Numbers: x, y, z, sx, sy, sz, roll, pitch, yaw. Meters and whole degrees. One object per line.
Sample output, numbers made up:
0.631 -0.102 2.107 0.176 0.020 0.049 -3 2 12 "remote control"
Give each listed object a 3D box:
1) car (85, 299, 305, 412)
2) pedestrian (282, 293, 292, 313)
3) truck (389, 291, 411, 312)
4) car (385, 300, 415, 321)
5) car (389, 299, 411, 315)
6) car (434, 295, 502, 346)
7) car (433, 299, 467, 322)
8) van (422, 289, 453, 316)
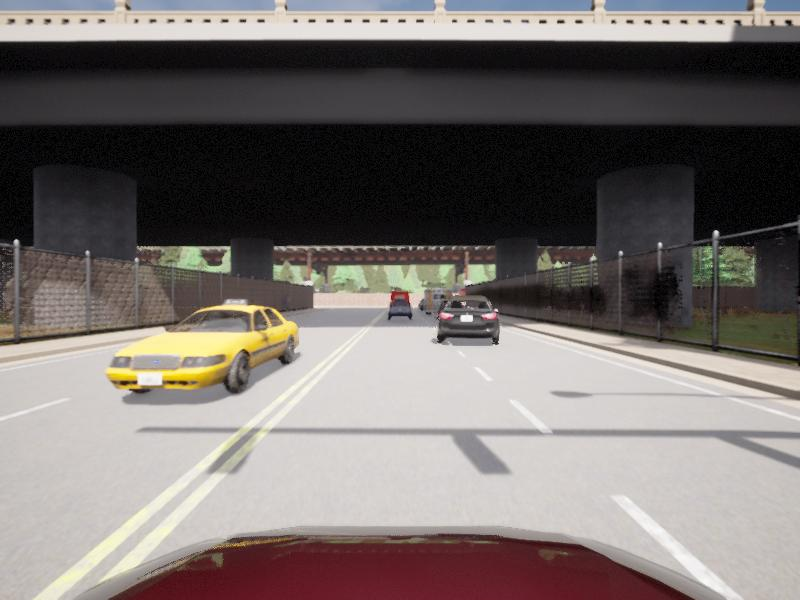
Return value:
-3.502 0.764 8.282 1.801 1.575 5.366 0 0 0 "car"
-10.964 0.299 38.851 0.751 1.860 0.751 0 0 0 "pedestrian"
-0.006 0.118 49.342 2.627 2.467 5.204 0 0 0 "truck"
-0.003 0.749 30.306 2.033 1.411 5.357 0 0 0 "car"
-0.004 0.629 41.087 2.038 1.542 4.974 0 0 0 "car"
2.704 0.679 15.585 2.242 1.667 4.611 0 0 12 "car"
3.496 0.706 28.913 1.837 1.490 4.892 0 0 0 "car"
3.497 0.191 38.680 2.351 2.431 6.366 0 0 0 "van"
